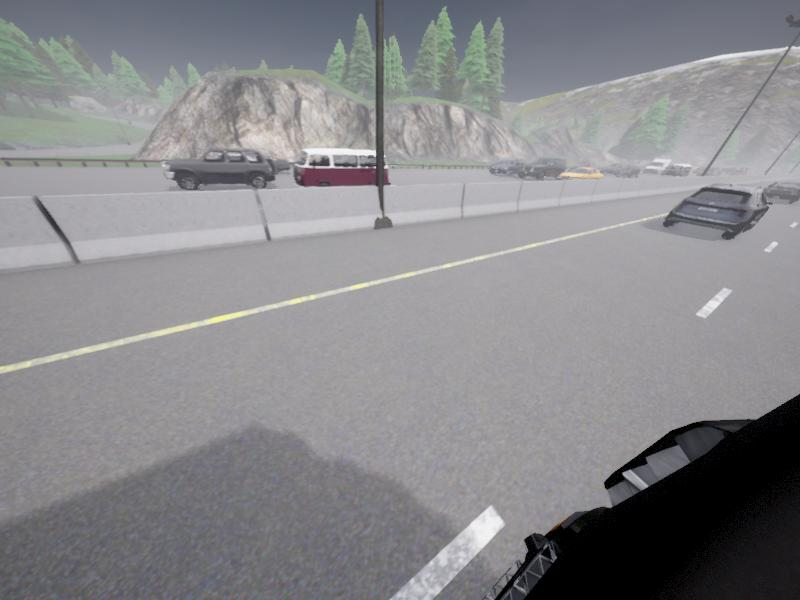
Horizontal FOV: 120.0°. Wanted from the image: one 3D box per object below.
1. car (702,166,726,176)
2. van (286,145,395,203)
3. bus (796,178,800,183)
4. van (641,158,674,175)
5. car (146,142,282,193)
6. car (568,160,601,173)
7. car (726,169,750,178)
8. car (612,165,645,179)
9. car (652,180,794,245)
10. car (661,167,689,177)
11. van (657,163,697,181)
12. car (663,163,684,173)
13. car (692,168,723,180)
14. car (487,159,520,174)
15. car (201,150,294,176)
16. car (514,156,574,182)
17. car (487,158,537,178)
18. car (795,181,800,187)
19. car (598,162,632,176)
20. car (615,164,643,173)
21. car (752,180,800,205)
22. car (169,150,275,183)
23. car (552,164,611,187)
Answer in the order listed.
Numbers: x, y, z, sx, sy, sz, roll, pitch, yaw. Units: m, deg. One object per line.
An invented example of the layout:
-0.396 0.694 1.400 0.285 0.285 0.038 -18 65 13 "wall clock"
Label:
72.654 -29.824 53.458 4.553 1.767 2.097 -16 38 -26 "car"
-2.726 -6.124 11.172 4.480 2.038 2.069 -16 38 -27 "van"
78.652 -23.673 42.417 10.273 4.253 3.944 -16 38 -26 "bus"
50.234 -25.978 45.069 5.915 2.561 1.988 -16 38 -26 "van"
-8.744 -6.575 11.503 4.605 1.855 1.932 -16 38 -27 "car"
30.925 -22.317 38.765 4.611 1.667 2.242 -16 38 -26 "car"
75.504 -28.263 51.637 4.514 1.525 2.007 -16 38 -26 "car"
32.477 -18.236 32.827 3.705 1.549 1.789 -16 38 -26 "car"
12.580 -3.617 9.021 4.856 1.649 2.033 -16 38 -26 "car"
49.903 -23.153 41.852 4.181 1.385 1.994 -16 38 -26 "car"
39.311 -18.149 32.826 4.480 2.038 2.069 -16 38 -27 "van"
69.090 -33.317 58.368 3.866 1.878 1.905 -16 38 -26 "car"
53.723 -22.089 40.379 4.974 1.542 2.038 -16 38 -26 "car"
13.299 -17.218 29.727 3.633 1.501 1.845 -16 38 -26 "car"
-11.101 -10.183 17.196 5.357 1.411 2.033 -16 38 -26 "car"
14.638 -13.335 23.499 5.566 2.045 2.150 -16 38 -26 "car"
12.608 -14.818 25.958 5.027 1.651 2.152 -16 38 -26 "car"
61.186 -17.459 34.102 4.792 1.488 2.163 -16 38 -26 "car"
34.734 -21.166 37.342 4.611 1.667 2.242 -16 38 -26 "car"
46.361 -26.640 46.781 4.902 1.511 2.128 -16 38 -26 "car"
30.517 -8.611 18.356 4.718 1.301 1.895 -16 38 -26 "car"
-10.499 -8.133 14.101 4.674 1.442 1.812 -16 38 -27 "car"
16.787 -11.519 21.355 5.366 1.575 1.801 -16 38 -26 "car"
